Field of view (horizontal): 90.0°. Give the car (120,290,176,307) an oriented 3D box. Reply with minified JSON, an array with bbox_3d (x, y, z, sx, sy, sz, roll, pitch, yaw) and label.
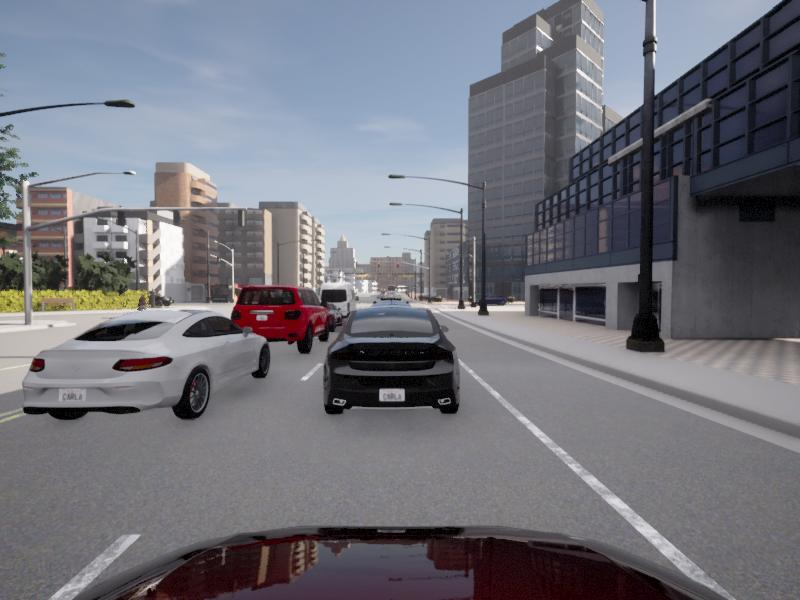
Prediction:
[{"bbox_3d":[-31.155,-0.174,49.607,5.566,2.045,2.150,0,2,-1],"label":"car"}]

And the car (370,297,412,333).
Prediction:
[{"bbox_3d":[-0.475,0.699,21.249,1.930,1.638,5.238,0,1,-1],"label":"car"}]

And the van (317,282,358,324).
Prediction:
[{"bbox_3d":[-4.109,0.127,27.401,1.988,2.561,5.915,0,1,-1],"label":"van"}]

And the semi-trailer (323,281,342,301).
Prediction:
[{"bbox_3d":[-16.249,-2.093,97.498,2.717,4.402,14.254,0,1,-2],"label":"semi-trailer"}]

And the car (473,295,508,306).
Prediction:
[{"bbox_3d":[12.127,0.028,53.711,4.193,1.474,1.816,0,2,-1],"label":"car"}]

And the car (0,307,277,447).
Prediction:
[{"bbox_3d":[-3.644,0.882,6.694,1.812,1.442,4.674,0,0,-1],"label":"car"}]

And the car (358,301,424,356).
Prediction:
[{"bbox_3d":[-0.303,0.818,13.945,1.882,1.535,5.008,0,0,-1],"label":"car"}]

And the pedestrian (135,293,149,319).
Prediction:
[{"bbox_3d":[-19.039,0.406,29.545,0.751,1.860,0.751,-1,2,-22],"label":"pedestrian"}]

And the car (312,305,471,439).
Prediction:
[{"bbox_3d":[-0.149,0.857,7.057,1.837,1.490,4.892,0,0,-1],"label":"car"}]

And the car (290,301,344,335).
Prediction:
[{"bbox_3d":[-4.026,0.806,20.241,1.812,1.442,4.674,0,0,-1],"label":"car"}]

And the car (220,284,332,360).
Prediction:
[{"bbox_3d":[-3.805,0.564,13.567,2.150,2.045,5.566,0,0,-1],"label":"car"}]
